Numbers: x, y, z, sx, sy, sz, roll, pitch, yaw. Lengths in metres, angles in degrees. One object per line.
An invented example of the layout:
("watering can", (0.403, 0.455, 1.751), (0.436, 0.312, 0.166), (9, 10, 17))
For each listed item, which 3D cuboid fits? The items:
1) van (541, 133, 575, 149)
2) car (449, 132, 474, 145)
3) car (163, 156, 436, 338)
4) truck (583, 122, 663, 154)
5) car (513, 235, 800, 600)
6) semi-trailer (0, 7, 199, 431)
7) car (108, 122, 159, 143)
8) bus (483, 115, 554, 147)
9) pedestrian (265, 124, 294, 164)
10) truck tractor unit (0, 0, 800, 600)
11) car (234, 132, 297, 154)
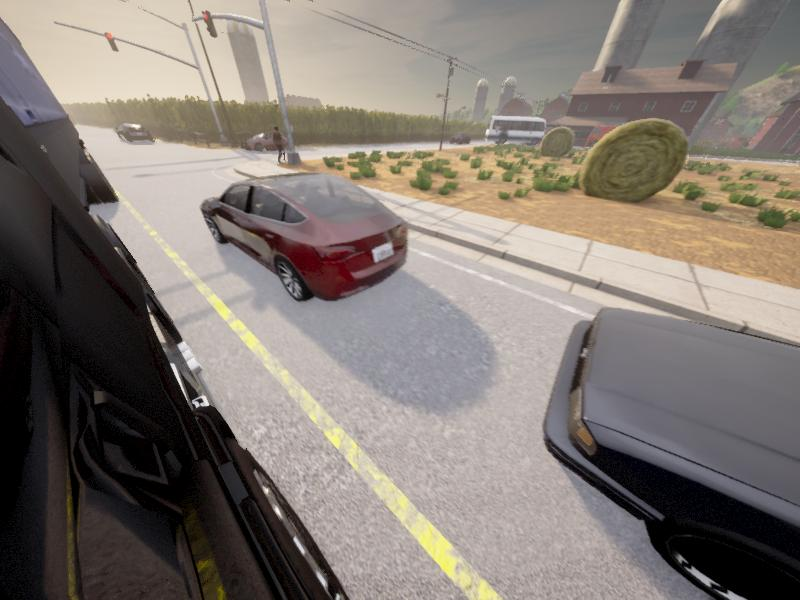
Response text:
("van", (29.073, -29.349, 42.589), (4.480, 2.038, 2.069), (25, 43, 27))
("car", (10.574, -27.739, 39.636), (2.097, 1.767, 4.553), (26, 43, 27))
("car", (-2.022, -1.566, 4.360), (4.792, 1.488, 2.163), (28, 44, 30))
("truck", (36.179, -26.775, 38.098), (8.468, 3.827, 2.891), (25, 42, 27))
("car", (3.639, 1.463, 0.736), (5.357, 1.411, 2.033), (28, 44, 30))
("semi-trailer", (-8.530, -3.713, 4.390), (14.254, 4.402, 2.717), (30, 45, 32))
("car", (-27.111, -17.016, 23.488), (4.792, 1.488, 2.163), (26, 43, 28))
("bus", (21.362, -31.088, 42.623), (10.273, 4.253, 3.944), (7, 37, 6))
("pedestrian", (-6.995, -9.065, 13.480), (0.751, 1.860, 0.751), (21, 41, 23))
("truck tractor unit", (-2.645, -0.295, 0.351), (6.516, 4.208, 3.053), (28, 44, 30))
("car", (-11.675, -13.894, 20.323), (1.994, 1.385, 4.181), (26, 43, 28))
